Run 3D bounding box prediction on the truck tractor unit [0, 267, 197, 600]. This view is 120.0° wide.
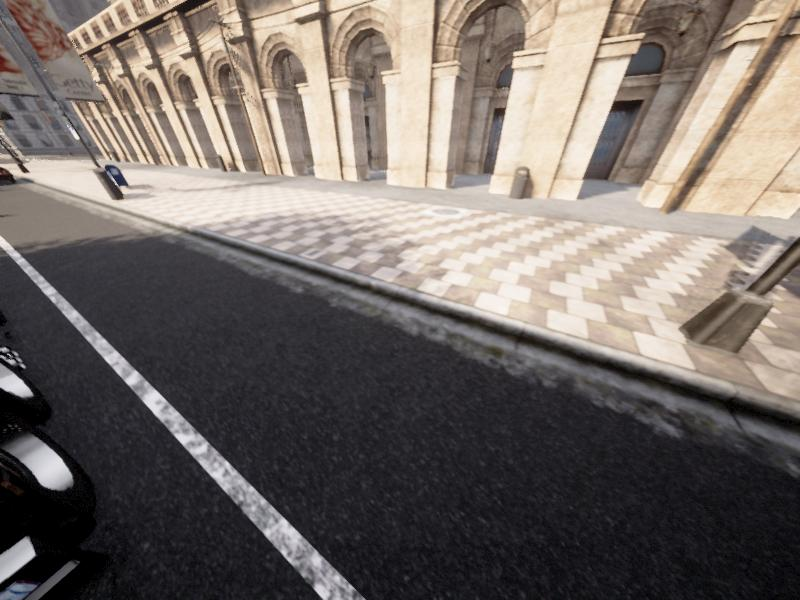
[{"bbox_3d":[-5.116,-0.295,0.776,6.516,4.208,3.053,18,39,24],"label":"truck tractor unit"}]

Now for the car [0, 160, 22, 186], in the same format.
[{"bbox_3d":[-27.620,-8.435,15.242,4.718,1.301,1.895,18,39,24],"label":"car"}]
